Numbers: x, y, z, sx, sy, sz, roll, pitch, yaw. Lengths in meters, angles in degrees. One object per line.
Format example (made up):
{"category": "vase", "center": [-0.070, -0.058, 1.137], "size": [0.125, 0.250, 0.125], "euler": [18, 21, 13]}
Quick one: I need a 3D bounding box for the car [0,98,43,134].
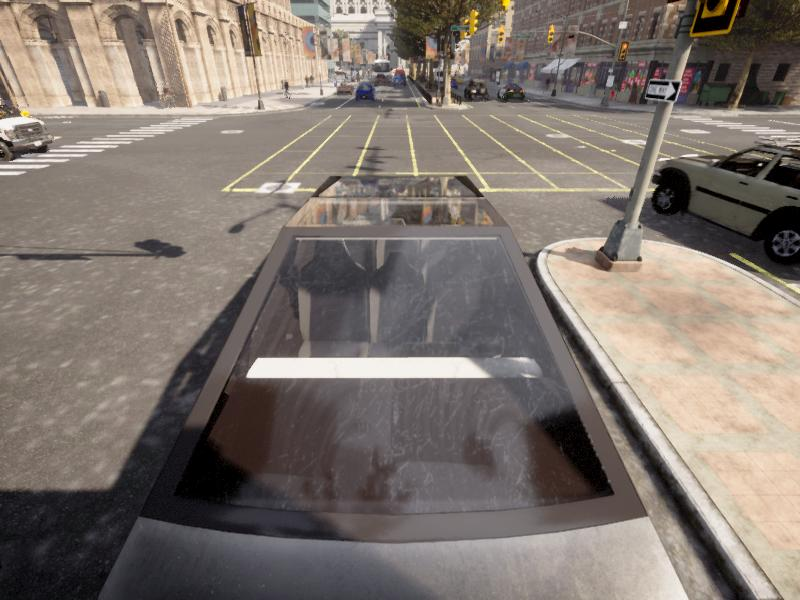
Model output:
{"category": "car", "center": [-22.537, -9.698, 21.064], "size": [5.366, 1.575, 1.801], "euler": [0, 30, 0]}

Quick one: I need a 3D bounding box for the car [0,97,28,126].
{"category": "car", "center": [-26.286, -11.373, 24.117], "size": [5.357, 1.411, 2.033], "euler": [0, 30, -1]}

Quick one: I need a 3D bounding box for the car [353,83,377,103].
{"category": "car", "center": [-3.469, -21.038, 40.540], "size": [1.882, 1.535, 5.008], "euler": [0, 30, 0]}

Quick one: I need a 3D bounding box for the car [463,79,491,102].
{"category": "car", "center": [7.975, -21.940, 41.756], "size": [1.932, 1.855, 4.605], "euler": [0, 31, 0]}

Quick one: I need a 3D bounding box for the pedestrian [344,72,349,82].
{"category": "pedestrian", "center": [-11.081, -46.217, 83.003], "size": [0.751, 1.860, 0.751], "euler": [-9, 31, -15]}

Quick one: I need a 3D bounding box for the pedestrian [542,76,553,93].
{"category": "pedestrian", "center": [18.552, -27.095, 50.255], "size": [0.751, 1.860, 0.751], "euler": [-1, 30, -1]}

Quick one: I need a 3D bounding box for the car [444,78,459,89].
{"category": "car", "center": [7.961, -33.894, 62.624], "size": [1.816, 1.474, 4.193], "euler": [0, 30, 0]}

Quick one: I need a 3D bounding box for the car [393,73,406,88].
{"category": "car", "center": [-0.026, -37.201, 67.720], "size": [2.150, 2.045, 5.566], "euler": [0, 30, 0]}

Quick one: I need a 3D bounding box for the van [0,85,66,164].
{"category": "van", "center": [-16.931, -6.551, 14.832], "size": [6.366, 2.431, 2.351], "euler": [0, 30, 0]}

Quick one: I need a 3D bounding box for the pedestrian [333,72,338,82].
{"category": "pedestrian", "center": [-14.000, -48.395, 86.733], "size": [0.751, 1.860, 0.751], "euler": [-3, 30, -6]}

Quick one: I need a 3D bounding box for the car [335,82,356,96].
{"category": "car", "center": [-6.774, -26.478, 50.088], "size": [1.895, 1.301, 4.718], "euler": [0, 30, 0]}

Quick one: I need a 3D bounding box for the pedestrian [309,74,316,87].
{"category": "pedestrian", "center": [-13.815, -34.565, 63.041], "size": [0.751, 1.860, 0.751], "euler": [0, 30, 0]}

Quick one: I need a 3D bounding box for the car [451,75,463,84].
{"category": "car", "center": [11.473, -44.494, 80.715], "size": [1.801, 1.575, 5.366], "euler": [0, 30, 0]}

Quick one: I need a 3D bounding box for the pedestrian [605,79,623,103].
{"category": "pedestrian", "center": [19.234, -18.760, 35.975], "size": [0.751, 1.860, 0.751], "euler": [-9, 31, -15]}

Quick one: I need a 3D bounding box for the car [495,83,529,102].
{"category": "car", "center": [11.476, -21.547, 41.420], "size": [2.038, 1.542, 4.974], "euler": [0, 30, 0]}

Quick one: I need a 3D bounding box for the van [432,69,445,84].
{"category": "van", "center": [7.979, -46.398, 82.955], "size": [1.988, 2.561, 5.915], "euler": [0, 30, 0]}

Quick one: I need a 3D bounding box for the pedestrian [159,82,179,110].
{"category": "pedestrian", "center": [-17.712, -15.669, 30.666], "size": [0.751, 1.860, 0.751], "euler": [-9, 31, -14]}

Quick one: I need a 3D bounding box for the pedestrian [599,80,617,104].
{"category": "pedestrian", "center": [18.292, -18.335, 35.246], "size": [0.751, 1.860, 0.751], "euler": [-3, 30, -6]}

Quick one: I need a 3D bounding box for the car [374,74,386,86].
{"category": "car", "center": [-3.527, -39.801, 72.346], "size": [1.905, 1.878, 3.866], "euler": [0, 30, 0]}

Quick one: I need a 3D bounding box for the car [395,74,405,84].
{"category": "car", "center": [-0.025, -44.122, 79.974], "size": [1.930, 1.638, 5.238], "euler": [0, 30, 0]}

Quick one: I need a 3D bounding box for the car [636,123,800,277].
{"category": "car", "center": [7.344, -2.172, 7.890], "size": [1.932, 1.855, 4.605], "euler": [-5, 31, -9]}

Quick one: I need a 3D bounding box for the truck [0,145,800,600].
{"category": "truck", "center": [-0.025, 0.182, 3.674], "size": [2.390, 2.098, 6.274], "euler": [0, 30, 0]}

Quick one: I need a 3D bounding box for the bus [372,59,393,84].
{"category": "bus", "center": [-3.404, -46.652, 81.719], "size": [3.944, 4.253, 10.273], "euler": [0, 30, 0]}

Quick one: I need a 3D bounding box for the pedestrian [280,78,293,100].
{"category": "pedestrian", "center": [-11.241, -20.897, 39.625], "size": [0.751, 1.860, 0.751], "euler": [11, 32, 17]}

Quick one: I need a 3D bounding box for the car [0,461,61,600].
{"category": "car", "center": [-3.524, 2.243, 0.822], "size": [1.994, 1.385, 4.181], "euler": [0, 30, 0]}

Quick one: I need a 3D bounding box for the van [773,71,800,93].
{"category": "van", "center": [53.057, -28.716, 52.672], "size": [1.988, 2.561, 5.915], "euler": [0, 30, 0]}

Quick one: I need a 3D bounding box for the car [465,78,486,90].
{"category": "car", "center": [11.461, -32.957, 61.038], "size": [2.128, 1.511, 4.902], "euler": [0, 30, 0]}

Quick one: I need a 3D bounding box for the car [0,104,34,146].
{"category": "car", "center": [-20.248, -7.941, 18.095], "size": [4.974, 1.542, 2.038], "euler": [0, 30, -1]}
